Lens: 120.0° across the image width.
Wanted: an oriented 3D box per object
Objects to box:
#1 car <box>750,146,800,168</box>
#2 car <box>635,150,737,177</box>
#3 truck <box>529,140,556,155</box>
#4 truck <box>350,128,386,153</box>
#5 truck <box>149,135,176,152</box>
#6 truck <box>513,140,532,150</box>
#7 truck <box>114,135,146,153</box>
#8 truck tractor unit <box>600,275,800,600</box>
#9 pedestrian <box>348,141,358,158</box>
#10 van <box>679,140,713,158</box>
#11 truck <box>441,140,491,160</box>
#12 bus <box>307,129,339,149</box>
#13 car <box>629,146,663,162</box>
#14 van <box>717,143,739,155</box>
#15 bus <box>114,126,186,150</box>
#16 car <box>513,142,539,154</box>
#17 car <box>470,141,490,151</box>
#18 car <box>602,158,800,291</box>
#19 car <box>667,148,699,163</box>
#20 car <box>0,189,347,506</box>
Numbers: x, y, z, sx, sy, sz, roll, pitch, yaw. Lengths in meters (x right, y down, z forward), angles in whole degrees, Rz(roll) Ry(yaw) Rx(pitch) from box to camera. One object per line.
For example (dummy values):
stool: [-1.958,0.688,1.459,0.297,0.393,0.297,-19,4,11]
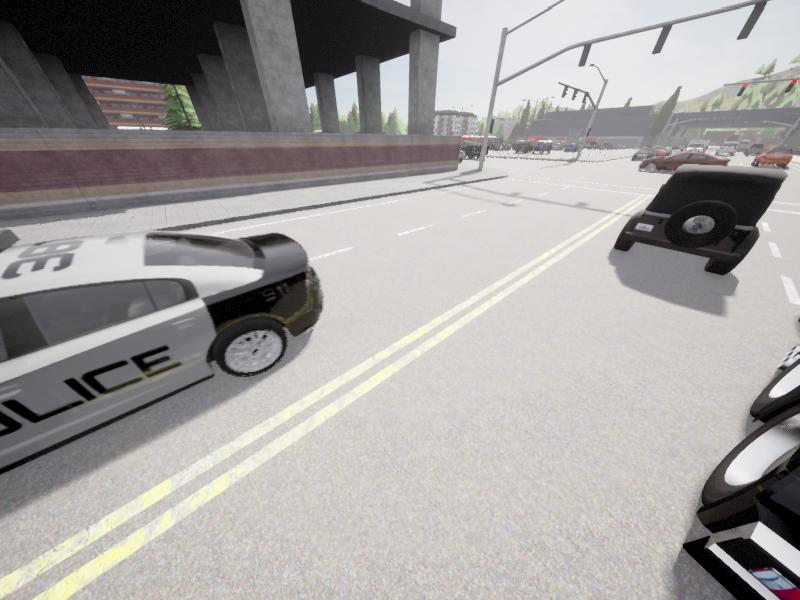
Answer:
car: [40.484,-15.497,24.983,4.553,1.767,2.097,-26,43,-32]
car: [23.167,-11.295,18.991,1.882,1.535,5.008,-26,43,-33]
truck: [25.103,-26.817,40.608,4.478,2.038,2.069,-25,42,-32]
truck: [-6.528,-32.212,46.757,2.891,3.827,8.468,-26,43,-32]
truck: [-44.190,-29.178,43.118,2.615,2.467,5.204,-25,42,-32]
truck: [32.332,-40.941,60.941,4.478,2.038,2.069,-25,42,-32]
truck: [-47.490,-27.604,40.833,2.615,2.467,5.204,-25,42,-32]
truck tractor unit: [5.129,-0.283,0.754,6.516,4.208,3.053,-18,39,-23]
pedestrian: [-6.243,-20.064,30.730,0.751,1.860,0.751,-26,42,-32]
van: [49.347,-25.258,38.510,6.366,2.431,2.351,-26,42,-32]
truck: [9.032,-20.992,32.271,2.390,2.098,6.274,-26,43,-32]
bus: [-22.040,-45.844,65.829,3.944,4.253,10.273,-26,43,-32]
car: [33.708,-20.052,31.619,4.856,1.649,2.033,-26,42,-32]
van: [66.777,-30.813,47.000,4.442,1.987,1.775,-26,42,-32]
bus: [-57.481,-37.564,53.771,10.273,4.253,3.944,-25,42,-32]
car: [23.188,-27.989,42.441,4.605,1.855,1.932,-25,42,-32]
car: [19.035,-36.526,54.667,4.605,1.855,1.932,-25,42,-32]
car: [6.890,-2.069,5.365,3.866,1.878,1.905,-26,42,-32]
car: [37.163,-19.028,30.304,3.806,1.475,1.970,-26,42,-32]
car: [-3.374,0.333,2.059,5.238,1.638,1.930,-26,42,-32]
